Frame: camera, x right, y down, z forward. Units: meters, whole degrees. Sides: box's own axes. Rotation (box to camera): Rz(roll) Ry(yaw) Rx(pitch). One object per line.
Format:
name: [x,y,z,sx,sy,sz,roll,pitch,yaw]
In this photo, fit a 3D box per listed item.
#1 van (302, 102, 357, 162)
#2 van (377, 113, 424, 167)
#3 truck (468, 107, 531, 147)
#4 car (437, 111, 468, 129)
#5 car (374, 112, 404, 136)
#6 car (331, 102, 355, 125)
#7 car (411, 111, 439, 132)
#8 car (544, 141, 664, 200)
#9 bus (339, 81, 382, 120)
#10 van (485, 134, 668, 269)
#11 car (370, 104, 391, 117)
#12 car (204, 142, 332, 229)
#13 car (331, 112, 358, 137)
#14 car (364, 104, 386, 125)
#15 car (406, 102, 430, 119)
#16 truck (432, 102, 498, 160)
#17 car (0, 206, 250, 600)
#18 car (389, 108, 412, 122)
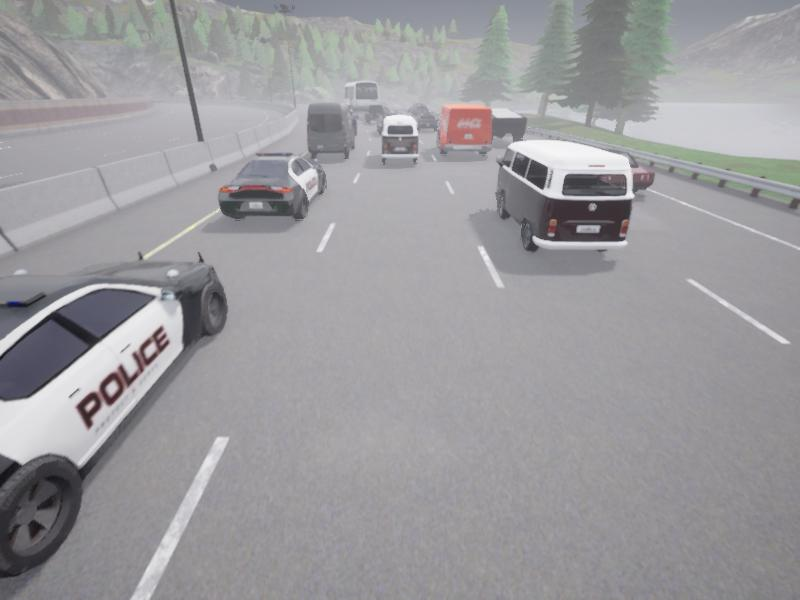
van: [-3.596,-9.270,21.654,1.988,2.561,5.915,-1,27,-1]
van: [-0.039,-8.062,19.895,2.069,2.038,4.480,-1,28,-1]
truck: [6.591,-12.010,27.479,2.390,2.098,6.274,-1,27,-3]
car: [5.141,-17.947,39.793,1.895,1.301,4.718,-4,28,-7]
car: [-0.969,-14.584,33.039,2.128,1.511,4.902,-2,28,-5]
car: [-6.326,-20.462,43.765,2.150,2.045,5.566,-5,28,-10]
car: [2.156,-16.084,35.988,1.816,1.474,4.193,-3,28,-6]
car: [7.038,-4.831,14.509,1.895,1.301,4.718,0,27,0]
bus: [-5.409,-26.632,53.272,3.944,4.253,10.273,-7,28,-13]
van: [3.528,-2.542,9.265,2.069,2.038,4.480,0,27,0]
car: [-2.774,-27.229,57.397,2.007,1.525,4.514,-7,28,-14]
car: [-3.467,-3.566,11.745,2.038,1.542,4.974,0,27,0]
car: [-4.396,-14.211,32.282,2.007,1.525,4.514,-2,28,-5]
car: [-2.727,-20.220,43.484,1.905,1.878,3.866,-5,28,-9]
car: [2.324,-24.800,52.359,1.932,1.855,4.605,-6,28,-12]
truck: [3.376,-9.498,22.247,2.627,2.467,5.204,-1,28,-2]
car: [-3.482,0.455,3.999,2.038,1.542,4.974,0,27,0]
car: [0.000,-22.006,47.592,1.895,1.301,4.718,-5,28,-10]
